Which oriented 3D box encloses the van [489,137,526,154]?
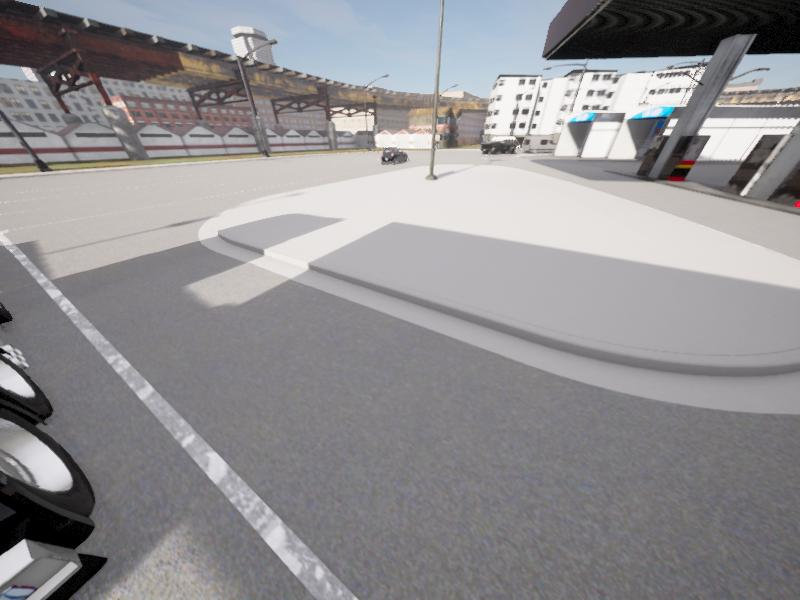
[{"bbox_3d":[20.059,-29.031,43.261,5.915,2.561,1.988,-9,36,-13],"label":"van"}]

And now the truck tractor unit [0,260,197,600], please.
[{"bbox_3d":[-5.107,-0.304,0.787,6.516,4.208,3.053,19,39,24],"label":"truck tractor unit"}]

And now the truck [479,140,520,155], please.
[{"bbox_3d":[16.962,-26.162,39.557,6.274,2.098,2.390,-15,38,-20],"label":"truck"}]

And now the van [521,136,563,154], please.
[{"bbox_3d":[25.105,-27.514,41.041,5.915,2.561,1.988,-6,35,-7],"label":"van"}]

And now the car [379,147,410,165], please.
[{"bbox_3d":[-0.536,-16.235,25.960,1.845,1.501,3.633,18,39,25],"label":"car"}]
